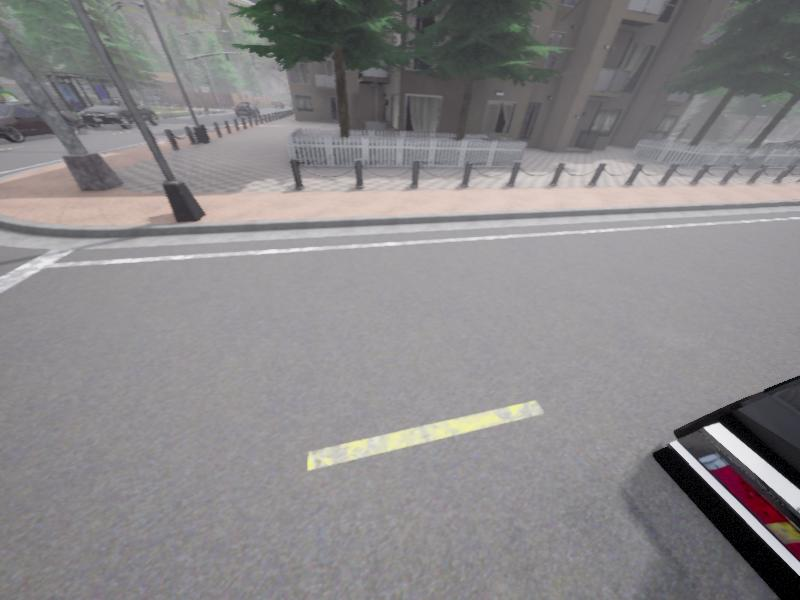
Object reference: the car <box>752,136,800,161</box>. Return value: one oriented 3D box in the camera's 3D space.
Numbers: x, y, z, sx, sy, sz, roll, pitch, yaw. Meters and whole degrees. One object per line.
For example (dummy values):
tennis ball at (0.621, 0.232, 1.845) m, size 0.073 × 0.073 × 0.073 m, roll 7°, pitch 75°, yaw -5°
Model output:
car at (34.972, -12.742, 19.676) m, size 2.033 × 1.411 × 5.357 m, roll -6°, pitch 41°, yaw -11°

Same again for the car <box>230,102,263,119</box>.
car at (-20.091, -25.138, 30.525) m, size 2.038 × 1.542 × 4.974 m, roll -5°, pitch 41°, yaw -10°

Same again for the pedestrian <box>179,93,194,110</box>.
pedestrian at (-31.866, -29.626, 34.514) m, size 0.751 × 1.860 × 0.751 m, roll -7°, pitch 41°, yaw -12°

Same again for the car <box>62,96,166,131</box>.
car at (-20.145, -13.560, 16.738) m, size 2.152 × 1.651 × 5.027 m, roll -5°, pitch 41°, yaw -10°

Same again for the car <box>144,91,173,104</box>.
car at (-50.359, -42.339, 48.349) m, size 1.932 × 1.855 × 4.605 m, roll -6°, pitch 41°, yaw -11°

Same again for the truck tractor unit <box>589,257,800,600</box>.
truck tractor unit at (5.359, 0.089, 0.296) m, size 6.516 × 4.208 × 3.053 m, roll -7°, pitch 41°, yaw -11°

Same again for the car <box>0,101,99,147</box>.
car at (-18.760, -8.824, 11.399) m, size 2.033 × 1.411 × 5.357 m, roll -5°, pitch 41°, yaw -10°

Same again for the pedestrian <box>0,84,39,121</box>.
pedestrian at (-26.204, -13.373, 15.647) m, size 0.751 × 1.860 × 0.751 m, roll -4°, pitch 41°, yaw -9°
